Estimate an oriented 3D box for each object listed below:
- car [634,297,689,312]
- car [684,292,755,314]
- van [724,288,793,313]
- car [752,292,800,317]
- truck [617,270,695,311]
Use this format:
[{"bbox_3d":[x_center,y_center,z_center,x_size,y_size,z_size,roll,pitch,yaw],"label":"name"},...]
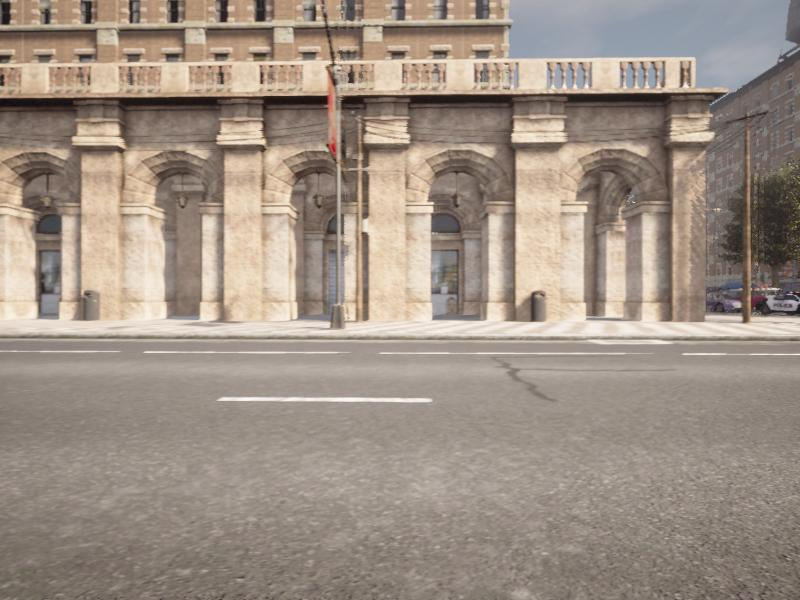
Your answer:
[{"bbox_3d":[22.915,0.367,35.290,1.895,1.301,4.718,0,0,1],"label":"car"},{"bbox_3d":[26.116,0.211,32.952,2.033,1.649,4.856,0,0,1],"label":"car"},{"bbox_3d":[29.624,0.038,33.261,1.775,1.987,4.442,0,0,1],"label":"van"},{"bbox_3d":[25.964,0.260,25.896,2.038,1.542,4.974,0,0,1],"label":"car"},{"bbox_3d":[26.299,-0.887,41.711,2.891,3.827,8.468,0,0,1],"label":"truck"}]
